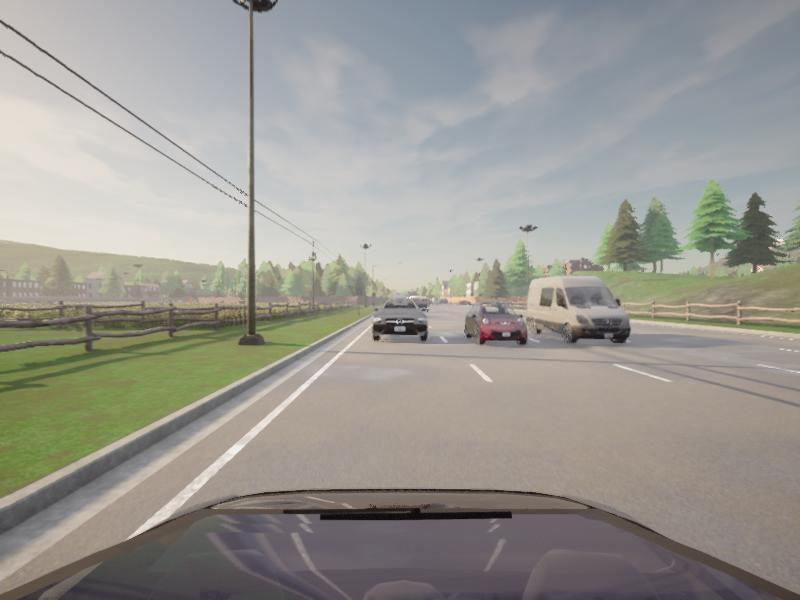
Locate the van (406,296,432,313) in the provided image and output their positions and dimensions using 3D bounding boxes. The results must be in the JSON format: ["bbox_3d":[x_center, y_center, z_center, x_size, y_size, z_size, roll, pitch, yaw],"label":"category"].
[{"bbox_3d":[2.325,0.528,49.779,2.069,2.038,4.480,0,0,-12],"label":"van"}]

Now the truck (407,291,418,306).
[{"bbox_3d":[3.482,-0.424,111.490,2.891,3.827,8.468,0,0,0],"label":"truck"}]

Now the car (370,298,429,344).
[{"bbox_3d":[-0.002,0.765,17.088,2.152,1.651,5.027,0,0,0],"label":"car"}]

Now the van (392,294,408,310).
[{"bbox_3d":[-0.009,0.320,64.849,2.351,2.431,6.366,0,0,0],"label":"van"}]

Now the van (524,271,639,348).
[{"bbox_3d":[6.992,0.306,16.340,1.988,2.561,5.915,0,0,0],"label":"van"}]

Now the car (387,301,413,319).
[{"bbox_3d":[-0.003,0.819,35.397,2.163,1.488,4.792,0,0,0],"label":"car"}]

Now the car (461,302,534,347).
[{"bbox_3d":[3.497,0.814,14.969,1.845,1.501,3.633,0,0,0],"label":"car"}]
